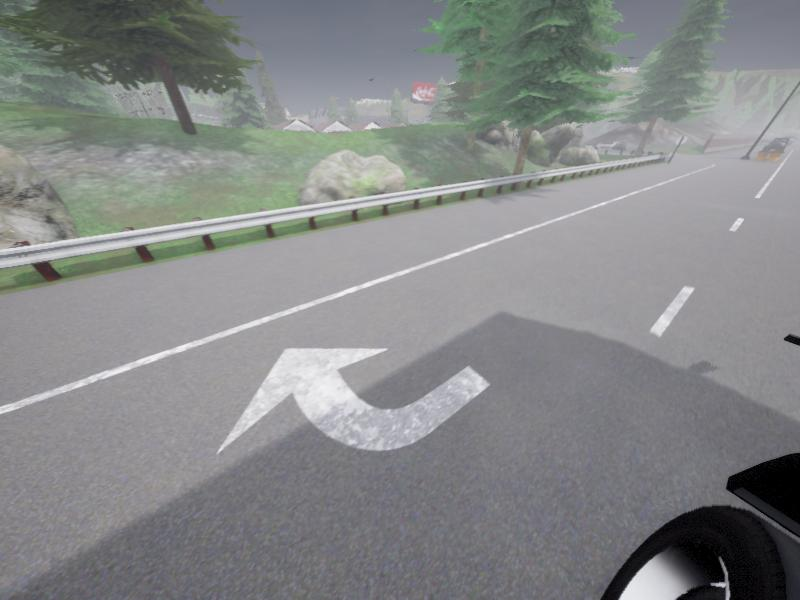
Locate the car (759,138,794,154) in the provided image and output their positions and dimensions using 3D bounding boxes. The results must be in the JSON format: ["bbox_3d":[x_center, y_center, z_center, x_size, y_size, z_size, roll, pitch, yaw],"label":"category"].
[{"bbox_3d":[55.633,-22.834,34.150,3.866,1.878,1.905,-22,41,-28],"label":"car"}]

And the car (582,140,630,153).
[{"bbox_3d":[31.849,-23.871,35.870,2.038,1.542,4.974,-22,41,-28],"label":"car"}]
